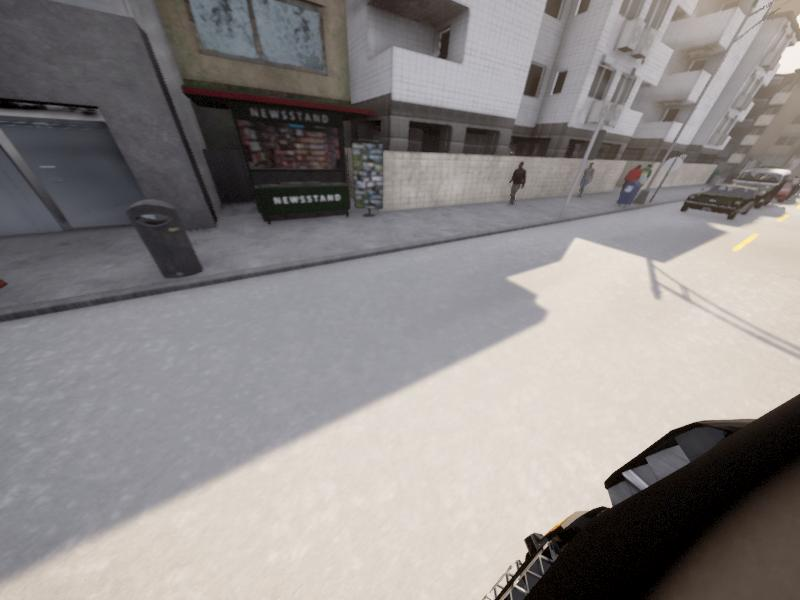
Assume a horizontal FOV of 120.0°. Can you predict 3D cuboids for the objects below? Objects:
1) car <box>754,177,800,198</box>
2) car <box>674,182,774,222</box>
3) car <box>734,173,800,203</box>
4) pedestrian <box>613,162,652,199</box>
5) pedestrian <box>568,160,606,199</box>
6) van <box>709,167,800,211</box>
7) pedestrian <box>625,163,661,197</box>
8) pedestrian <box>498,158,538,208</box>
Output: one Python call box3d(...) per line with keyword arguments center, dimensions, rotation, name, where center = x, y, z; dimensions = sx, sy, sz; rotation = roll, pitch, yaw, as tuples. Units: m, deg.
box3d(center=(34.724, -10.303, 20.998), dimensions=(4.718, 1.301, 1.895), rotation=(-16, 38, -26), name="car")
box3d(center=(16.462, -5.105, 11.744), dimensions=(4.718, 1.301, 1.895), rotation=(-16, 38, -26), name="car")
box3d(center=(28.765, -8.743, 17.844), dimensions=(4.611, 1.667, 2.242), rotation=(-16, 38, -26), name="car")
box3d(center=(13.865, -7.122, 13.821), dimensions=(0.751, 1.860, 0.751), rotation=(-16, 38, -27), name="pedestrian")
box3d(center=(10.494, -6.762, 13.013), dimensions=(0.751, 1.860, 0.751), rotation=(-15, 38, -25), name="pedestrian")
box3d(center=(22.258, -7.055, 14.459), dimensions=(4.480, 2.038, 2.069), rotation=(-16, 38, -26), name="van")
box3d(center=(15.559, -7.712, 14.841), dimensions=(0.751, 1.860, 0.751), rotation=(-19, 39, -29), name="pedestrian")
box3d(center=(5.110, -5.097, 10.087), dimensions=(0.751, 1.860, 0.751), rotation=(-20, 40, -31), name="pedestrian")
